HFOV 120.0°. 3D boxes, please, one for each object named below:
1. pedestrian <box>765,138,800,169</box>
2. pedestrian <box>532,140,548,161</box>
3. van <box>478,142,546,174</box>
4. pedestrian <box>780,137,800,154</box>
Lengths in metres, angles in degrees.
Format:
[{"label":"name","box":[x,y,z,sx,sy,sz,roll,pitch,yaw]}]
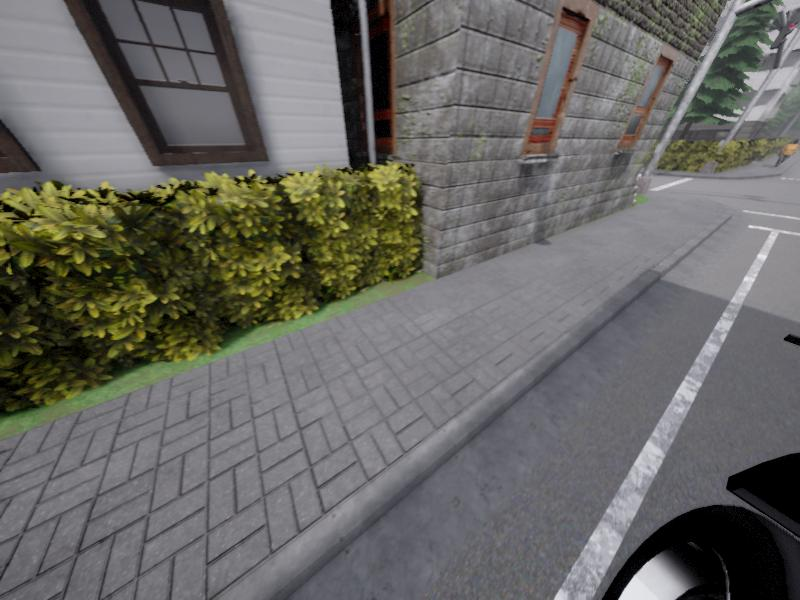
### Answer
[{"label":"pedestrian","box":[28.261,-10.706,16.898,0.751,1.860,0.751,-30,45,-35]},{"label":"pedestrian","box":[15.198,-16.178,25.053,0.751,1.860,0.751,2,35,3]},{"label":"van","box":[9.234,-12.124,19.534,2.069,2.038,4.480,-21,40,-27]},{"label":"pedestrian","box":[50.024,-19.725,29.480,0.751,1.860,0.751,-20,40,-25]}]
